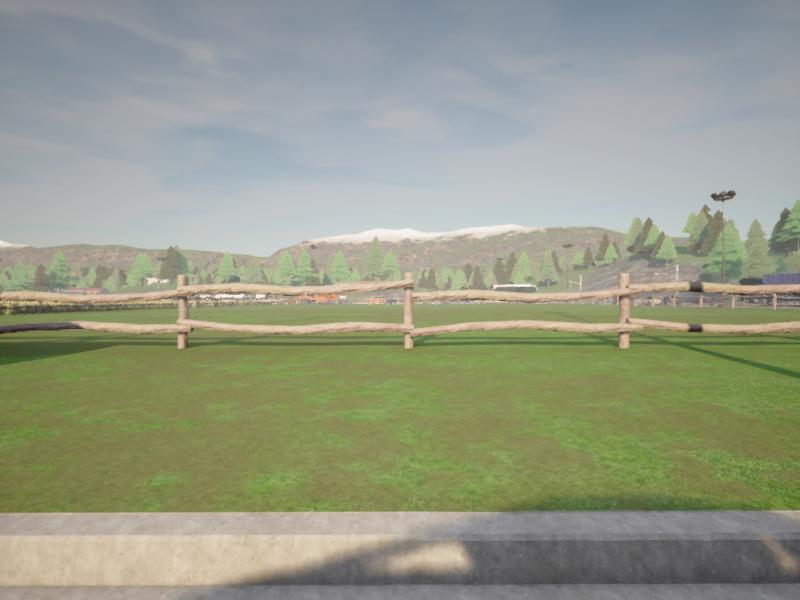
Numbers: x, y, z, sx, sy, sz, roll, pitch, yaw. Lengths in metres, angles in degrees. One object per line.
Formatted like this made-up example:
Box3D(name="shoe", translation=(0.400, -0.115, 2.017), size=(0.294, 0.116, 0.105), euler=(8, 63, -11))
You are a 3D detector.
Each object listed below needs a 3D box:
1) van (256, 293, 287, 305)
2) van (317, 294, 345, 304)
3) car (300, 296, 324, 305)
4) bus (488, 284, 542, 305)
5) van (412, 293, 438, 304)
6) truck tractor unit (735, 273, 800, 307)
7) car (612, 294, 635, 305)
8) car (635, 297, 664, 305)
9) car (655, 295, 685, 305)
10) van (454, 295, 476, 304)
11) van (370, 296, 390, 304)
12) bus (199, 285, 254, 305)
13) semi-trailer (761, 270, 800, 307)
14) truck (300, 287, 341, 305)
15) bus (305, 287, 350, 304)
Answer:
Box3D(name="van", translation=(-27.121, -0.225, 84.831), size=(5.915, 2.561, 1.988), euler=(0, 0, 0))
Box3D(name="van", translation=(-16.420, -0.182, 95.397), size=(6.366, 2.431, 2.351), euler=(0, 0, 0))
Box3D(name="car", translation=(-18.621, 0.105, 84.885), size=(4.605, 1.855, 1.932), euler=(0, 0, 0))
Box3D(name="bus", translation=(24.400, -1.200, 85.281), size=(10.273, 4.253, 3.944), euler=(0, 0, -1))
Box3D(name="van", translation=(5.788, -0.294, 92.025), size=(5.915, 2.561, 1.988), euler=(0, 0, 0))
Box3D(name="truck tractor unit", translation=(49.226, -1.252, 53.761), size=(3.053, 4.208, 6.516), euler=(0, 0, 0))
Box3D(name="car", translation=(38.778, -0.062, 69.461), size=(1.905, 1.878, 3.866), euler=(0, 0, 0))
Box3D(name="car", translation=(42.296, 0.226, 67.871), size=(1.895, 1.301, 4.718), euler=(0, 0, 0))
Box3D(name="car", translation=(45.778, 0.029, 68.014), size=(2.242, 1.667, 4.611), euler=(0, 0, 3))
Box3D(name="van", translation=(14.283, -0.069, 88.579), size=(4.480, 2.038, 2.069), euler=(0, 0, 0))
Box3D(name="van", translation=(-4.627, 0.011, 91.968), size=(4.442, 1.987, 1.775), euler=(0, 0, 0))
Box3D(name="bus", translation=(-38.232, -1.033, 88.391), size=(10.273, 4.253, 3.944), euler=(0, 0, 0))
Box3D(name="semi-trailer", translation=(49.189, -1.354, 45.845), size=(2.717, 4.402, 14.254), euler=(0, 0, 0))
Box3D(name="truck", translation=(-17.427, -0.877, 88.387), size=(8.468, 3.827, 2.891), euler=(0, 0, 0))
Box3D(name="bus", translation=(-17.792, -1.090, 99.011), size=(10.273, 4.253, 3.944), euler=(0, 0, 0))
